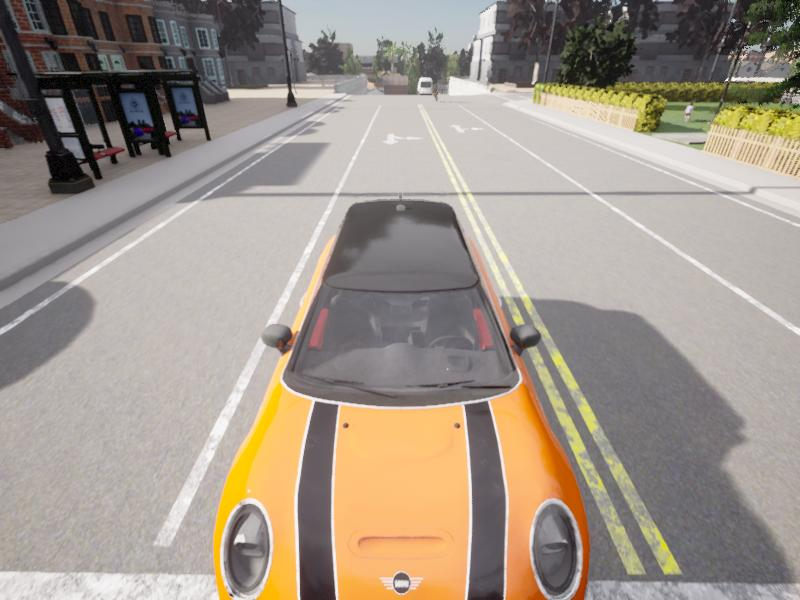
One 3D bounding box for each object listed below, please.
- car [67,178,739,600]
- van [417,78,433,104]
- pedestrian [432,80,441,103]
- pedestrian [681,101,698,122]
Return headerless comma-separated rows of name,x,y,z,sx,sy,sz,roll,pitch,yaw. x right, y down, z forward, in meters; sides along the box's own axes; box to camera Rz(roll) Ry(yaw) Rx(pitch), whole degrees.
car,0.009,0.328,3.660,2.097,1.767,4.553,0,30,0
van,3.540,-30.112,57.790,1.988,2.561,5.915,0,19,0
pedestrian,3.389,-19.552,37.527,0.751,1.860,0.751,2,30,4
pedestrian,17.119,-11.164,23.673,0.500,1.100,0.500,18,35,28
